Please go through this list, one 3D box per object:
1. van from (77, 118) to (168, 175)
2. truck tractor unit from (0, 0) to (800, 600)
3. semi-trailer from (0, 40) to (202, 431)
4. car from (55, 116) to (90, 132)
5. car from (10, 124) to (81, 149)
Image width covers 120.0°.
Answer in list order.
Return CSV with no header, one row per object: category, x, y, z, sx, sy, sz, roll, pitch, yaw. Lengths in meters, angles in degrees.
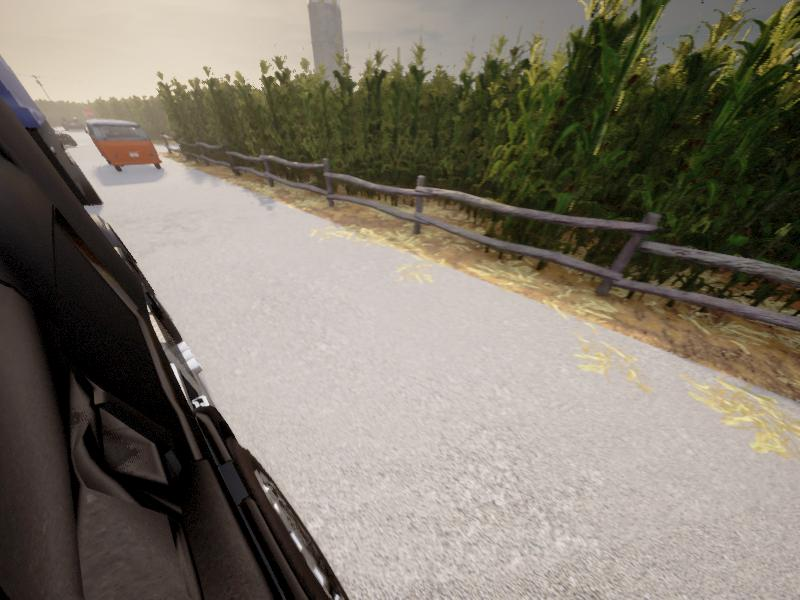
van,-13.991,-7.831,11.639,4.442,1.987,1.775,28,43,30
truck tractor unit,-2.645,-0.295,0.351,6.516,4.208,3.053,28,44,30
semi-trailer,-8.706,-3.590,4.234,14.254,4.402,2.717,28,43,30
car,-48.726,-26.182,34.356,4.611,1.667,2.242,28,43,30
car,-27.365,-12.665,17.862,4.718,1.301,1.895,20,40,22
